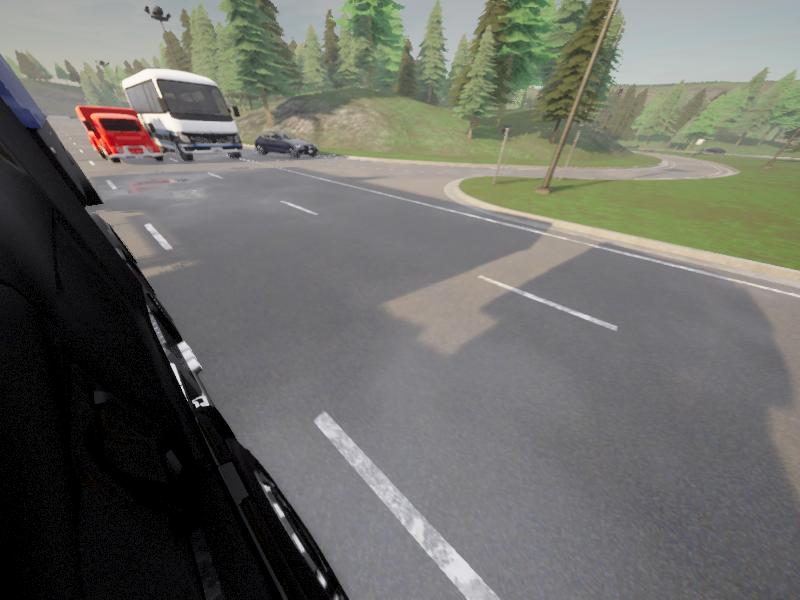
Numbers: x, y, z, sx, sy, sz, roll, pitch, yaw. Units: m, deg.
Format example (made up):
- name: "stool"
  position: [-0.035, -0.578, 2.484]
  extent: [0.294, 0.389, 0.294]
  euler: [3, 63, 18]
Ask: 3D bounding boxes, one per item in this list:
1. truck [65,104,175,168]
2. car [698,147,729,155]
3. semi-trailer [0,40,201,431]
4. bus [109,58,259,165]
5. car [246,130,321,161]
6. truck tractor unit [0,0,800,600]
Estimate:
- name: "truck"
  position: [-15.797, -9.310, 13.071]
  extent: [5.204, 2.467, 2.627]
  euler: [28, 43, 30]
- name: "car"
  position: [83.457, -39.910, 61.651]
  extent: [4.674, 1.442, 1.812]
  euler: [28, 44, 30]
- name: "semi-trailer"
  position: [-8.700, -3.602, 4.229]
  extent: [14.254, 4.402, 2.717]
  euler: [28, 43, 30]
- name: "bus"
  position: [-14.623, -12.238, 15.593]
  extent: [10.273, 4.253, 3.944]
  euler: [28, 43, 30]
- name: "car"
  position: [-9.019, -12.143, 18.037]
  extent: [5.027, 1.651, 2.152]
  euler: [17, 39, 19]
- name: "truck tractor unit"
  position: [-2.645, -0.295, 0.352]
  extent: [6.516, 4.208, 3.053]
  euler: [28, 44, 30]
